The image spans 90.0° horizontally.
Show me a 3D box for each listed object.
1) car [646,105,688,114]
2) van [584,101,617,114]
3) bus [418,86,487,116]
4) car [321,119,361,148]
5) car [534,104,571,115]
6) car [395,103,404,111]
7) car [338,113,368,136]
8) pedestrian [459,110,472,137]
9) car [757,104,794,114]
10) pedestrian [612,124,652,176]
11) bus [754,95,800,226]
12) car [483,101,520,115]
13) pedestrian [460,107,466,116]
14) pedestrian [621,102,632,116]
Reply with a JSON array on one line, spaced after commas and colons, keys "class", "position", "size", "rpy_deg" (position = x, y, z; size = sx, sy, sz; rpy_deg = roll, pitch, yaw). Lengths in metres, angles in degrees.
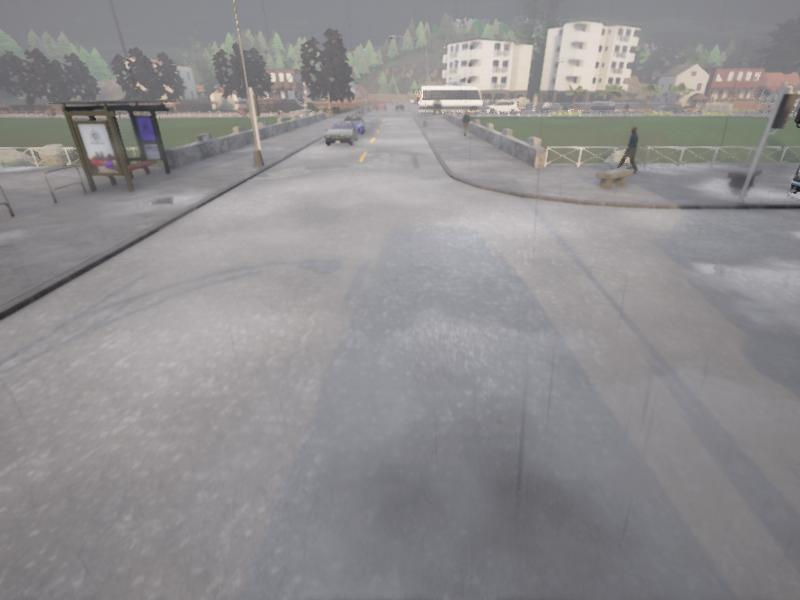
[{"class": "car", "position": [45.458, -32.470, 68.195], "size": [5.357, 1.411, 2.033], "rpy_deg": [0, 27, 0]}, {"class": "van", "position": [34.066, -32.709, 68.072], "size": [4.442, 1.987, 1.775], "rpy_deg": [0, 27, 0]}, {"class": "bus", "position": [8.222, -31.909, 64.128], "size": [10.273, 4.253, 3.944], "rpy_deg": [0, 27, 0]}, {"class": "car", "position": [-3.999, -11.723, 27.977], "size": [2.033, 1.411, 5.357], "rpy_deg": [0, 27, 0]}, {"class": "car", "position": [25.920, -32.542, 68.160], "size": [5.238, 1.638, 1.930], "rpy_deg": [0, 27, 0]}, {"class": "car", "position": [-0.036, -40.939, 84.779], "size": [1.837, 1.490, 4.892], "rpy_deg": [0, 27, 0]}, {"class": "car", "position": [-4.014, -15.354, 34.907], "size": [2.007, 1.525, 4.514], "rpy_deg": [0, 27, 0]}, {"class": "pedestrian", "position": [5.068, -13.683, 30.967], "size": [0.751, 1.860, 0.751], "rpy_deg": [1, 27, 1]}, {"class": "car", "position": [63.937, -32.553, 68.149], "size": [3.988, 1.617, 1.851], "rpy_deg": [0, 27, 0]}, {"class": "pedestrian", "position": [9.269, -6.019, 16.046], "size": [0.751, 1.860, 0.751], "rpy_deg": [3, 27, 6]}, {"class": "bus", "position": [15.501, -3.638, 9.009], "size": [10.273, 4.253, 3.944], "rpy_deg": [0, 27, 0]}, {"class": "car", "position": [17.269, -32.706, 68.078], "size": [5.566, 2.045, 2.150], "rpy_deg": [0, 27, 0]}, {"class": "pedestrian", "position": [9.405, -28.248, 59.950], "size": [0.751, 1.300, 0.751], "rpy_deg": [0, 27, 0]}, {"class": "pedestrian", "position": [33.907, -28.551, 59.828], "size": [0.751, 1.860, 0.751], "rpy_deg": [0, 27, 0]}]
